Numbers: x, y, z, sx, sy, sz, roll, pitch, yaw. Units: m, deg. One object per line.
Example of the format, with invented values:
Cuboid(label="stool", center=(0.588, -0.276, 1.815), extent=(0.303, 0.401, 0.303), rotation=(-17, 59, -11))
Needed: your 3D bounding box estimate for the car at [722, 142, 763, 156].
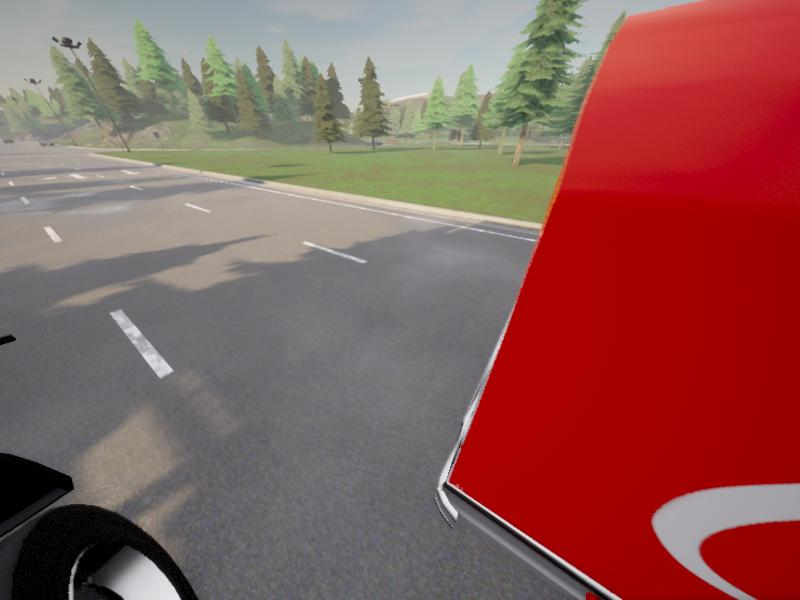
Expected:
Cuboid(label="car", center=(55.548, -24.632, 37.645), extent=(2.033, 1.649, 4.856), rotation=(21, 40, 26))

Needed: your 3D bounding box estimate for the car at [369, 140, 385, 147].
Cuboid(label="car", center=(-6.492, -44.781, 65.973), extent=(2.152, 1.651, 5.027), rotation=(14, 38, 18))

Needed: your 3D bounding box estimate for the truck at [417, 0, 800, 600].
Cuboid(label="truck", center=(3.013, 0.836, 0.594), extent=(5.204, 2.467, 2.627), rotation=(21, 40, 27))

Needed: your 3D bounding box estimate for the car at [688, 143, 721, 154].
Cuboid(label="car", center=(54.330, -27.214, 41.371), extent=(2.038, 1.542, 4.974), rotation=(21, 40, 26))

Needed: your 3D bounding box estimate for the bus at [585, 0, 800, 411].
Cuboid(label="bus", center=(7.945, -0.528, 1.014), extent=(10.273, 4.253, 3.944), rotation=(20, 40, 26))

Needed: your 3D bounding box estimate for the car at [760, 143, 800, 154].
Cuboid(label="car", center=(68.054, -27.160, 41.375), extent=(2.038, 1.542, 4.974), rotation=(21, 40, 26))

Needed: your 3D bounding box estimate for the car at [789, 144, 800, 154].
Cuboid(label="car", center=(71.308, -26.294, 40.253), extent=(1.812, 1.442, 4.674), rotation=(21, 40, 26))
